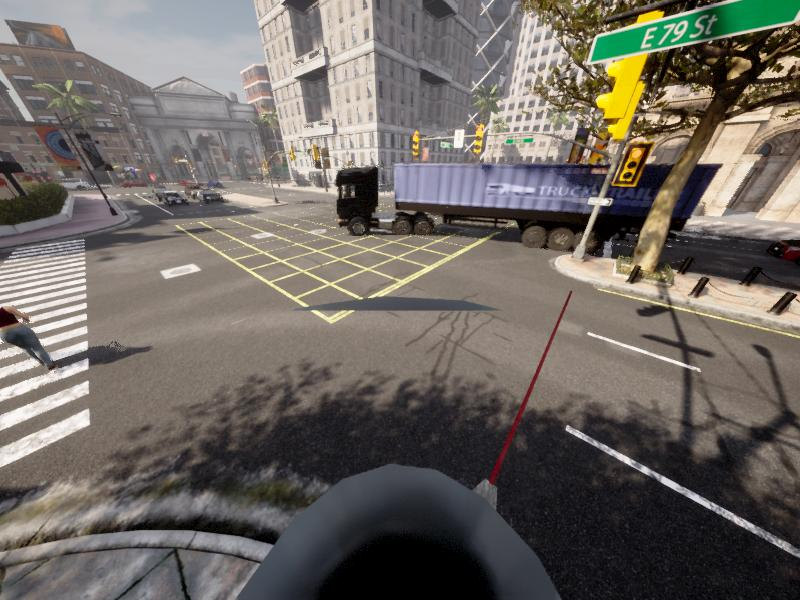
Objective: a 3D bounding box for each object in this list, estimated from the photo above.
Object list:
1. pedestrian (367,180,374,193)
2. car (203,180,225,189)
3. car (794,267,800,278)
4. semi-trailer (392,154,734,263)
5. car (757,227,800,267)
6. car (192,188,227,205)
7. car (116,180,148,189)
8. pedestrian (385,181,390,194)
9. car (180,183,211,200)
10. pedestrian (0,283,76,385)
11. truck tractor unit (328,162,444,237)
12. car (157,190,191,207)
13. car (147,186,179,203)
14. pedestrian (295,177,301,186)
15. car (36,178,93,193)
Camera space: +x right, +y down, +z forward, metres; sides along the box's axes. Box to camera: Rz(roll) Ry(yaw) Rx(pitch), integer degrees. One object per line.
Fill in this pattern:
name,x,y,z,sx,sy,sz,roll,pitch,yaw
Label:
pedestrian,-4.876,-19.039,38.769,0.751,1.860,0.751,19,35,30
car,-40.004,-24.890,49.673,4.674,1.442,1.812,19,35,29
car,18.275,-0.610,7.532,4.974,1.542,2.038,23,37,34
semi-trailer,6.635,-5.630,13.332,14.254,4.402,2.717,12,32,19
car,20.099,-2.053,10.194,4.181,1.385,1.994,23,37,34
car,-24.565,-13.443,29.759,4.974,1.542,2.038,23,37,34
car,-56.958,-24.621,49.174,1.816,1.474,4.193,23,37,34
pedestrian,-1.984,-17.901,36.797,0.751,1.860,0.751,3,30,6
car,-29.341,-15.610,33.164,4.605,1.855,1.932,23,37,34
pedestrian,-8.067,0.716,4.857,0.751,1.860,0.751,22,37,33
truck tractor unit,-0.822,-6.662,15.319,6.516,4.208,3.053,0,30,-2
car,-26.955,-12.141,27.558,3.806,1.475,1.970,23,37,34
car,-32.069,-14.368,31.251,5.238,1.638,1.930,23,37,34
pedestrian,-23.543,-27.399,53.249,0.751,1.860,0.751,24,38,35
car,-62.599,-21.580,43.331,2.150,2.045,5.566,23,38,34
